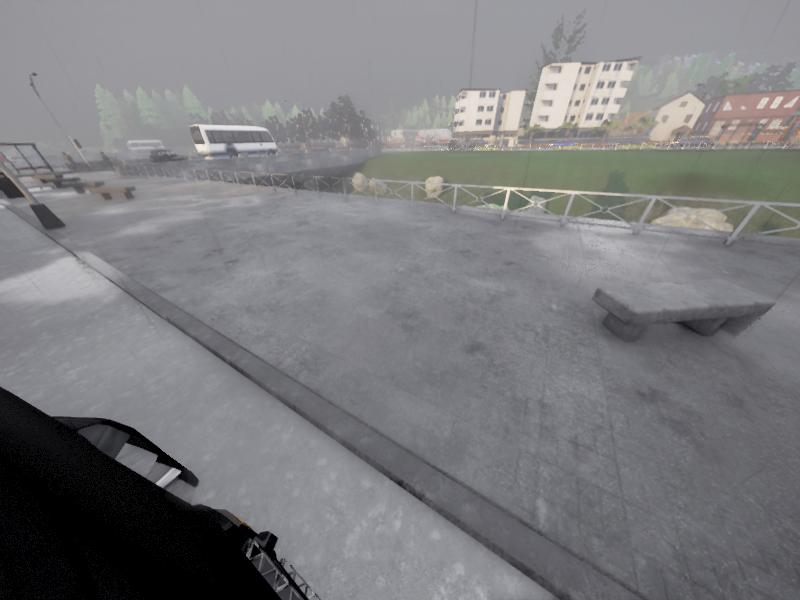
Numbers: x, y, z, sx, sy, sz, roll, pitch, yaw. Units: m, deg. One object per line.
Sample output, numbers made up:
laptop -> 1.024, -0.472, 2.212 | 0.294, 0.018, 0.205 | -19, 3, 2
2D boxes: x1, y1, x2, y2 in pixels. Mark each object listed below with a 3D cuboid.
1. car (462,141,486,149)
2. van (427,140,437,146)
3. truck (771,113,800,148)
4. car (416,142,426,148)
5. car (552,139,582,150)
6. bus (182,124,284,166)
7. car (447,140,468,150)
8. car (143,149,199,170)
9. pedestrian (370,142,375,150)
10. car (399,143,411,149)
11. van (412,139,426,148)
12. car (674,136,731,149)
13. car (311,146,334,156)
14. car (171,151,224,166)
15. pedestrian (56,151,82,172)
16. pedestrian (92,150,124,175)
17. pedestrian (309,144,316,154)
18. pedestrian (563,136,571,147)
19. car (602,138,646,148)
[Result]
car -> 17.022, -35.728, 53.396 | 4.892, 1.490, 1.837 | 19, 39, 26
van -> 12.238, -60.045, 88.334 | 2.069, 2.038, 4.480 | 17, 39, 25
truck -> 56.728, -21.846, 29.590 | 8.468, 3.827, 2.891 | 18, 39, 26
car -> 6.803, -49.895, 74.264 | 1.789, 1.549, 3.705 | 17, 39, 25
car -> 30.956, -28.930, 42.989 | 4.193, 1.474, 1.816 | 18, 39, 26
bus -> -22.781, -22.017, 32.757 | 3.944, 4.253, 10.273 | 17, 39, 25
car -> 12.806, -34.566, 51.537 | 3.866, 1.878, 1.905 | 16, 38, 24
car -> -26.604, -16.506, 27.013 | 1.905, 1.878, 3.866 | 16, 38, 24
pedestrian -> -7.772, -43.741, 65.480 | 0.751, 1.860, 0.751 | 17, 39, 24
car -> 1.648, -49.177, 73.668 | 1.895, 1.301, 4.718 | 17, 39, 25
van -> 6.536, -54.531, 80.227 | 2.351, 2.431, 6.366 | 17, 39, 25
car -> 46.180, -24.171, 35.459 | 4.792, 1.488, 2.163 | 18, 39, 26
car -> -14.746, -28.591, 44.327 | 1.789, 1.549, 3.705 | 18, 40, 26
car -> -27.914, -19.679, 31.998 | 2.128, 1.511, 4.902 | 18, 39, 26
pedestrian -> -36.047, -15.102, 25.173 | 0.751, 1.860, 0.751 | -27, 42, -32
pedestrian -> -26.712, -12.623, 21.180 | 0.751, 1.860, 0.751 | -10, 35, -11
pedestrian -> -19.173, -33.282, 50.805 | 0.751, 1.860, 0.751 | 25, 43, 33
pedestrian -> 35.169, -33.406, 48.731 | 0.751, 1.860, 0.751 | 11, 36, 17
car -> 40.397, -28.367, 41.854 | 5.357, 1.411, 2.033 | 19, 39, 27
